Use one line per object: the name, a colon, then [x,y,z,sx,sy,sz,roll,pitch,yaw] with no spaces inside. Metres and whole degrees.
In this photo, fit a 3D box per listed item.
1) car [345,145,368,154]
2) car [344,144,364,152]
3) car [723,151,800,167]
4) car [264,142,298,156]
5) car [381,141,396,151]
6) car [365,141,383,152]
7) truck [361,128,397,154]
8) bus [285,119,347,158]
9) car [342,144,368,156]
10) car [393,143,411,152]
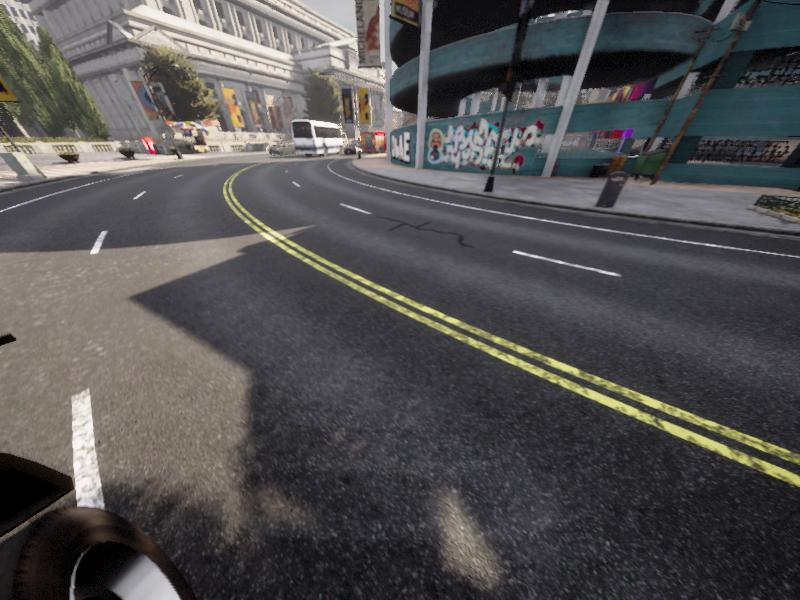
car: [-8.181,-28.839,44.117,1.895,1.301,4.718,15,37,20]
car: [-9.585,-31.821,48.312,1.994,1.385,4.181,17,38,22]
car: [41.835,-16.417,26.819,4.718,1.301,1.895,17,38,22]
car: [-18.844,-24.121,36.849,2.242,1.667,4.611,8,36,11]
car: [-2.601,-35.244,52.878,1.905,1.878,3.866,17,38,22]
car: [-5.324,-32.283,48.584,1.905,1.878,3.866,17,38,22]
truck: [-3.763,-30.471,44.316,2.891,3.827,8.468,16,38,21]
bus: [-12.127,-24.404,35.103,3.944,4.253,10.273,7,35,9]
car: [-7.329,-25.045,38.477,2.038,1.542,4.974,11,36,15]
car: [0.525,-34.210,51.713,1.801,1.575,5.366,17,38,22]
